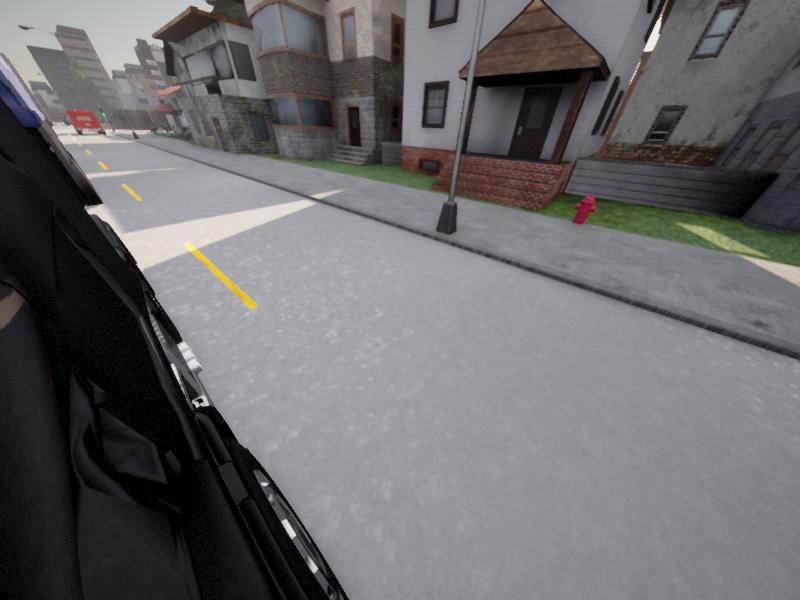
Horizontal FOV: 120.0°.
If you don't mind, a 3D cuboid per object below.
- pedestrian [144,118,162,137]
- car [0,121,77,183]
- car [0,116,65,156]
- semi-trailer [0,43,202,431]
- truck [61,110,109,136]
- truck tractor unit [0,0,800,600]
[{"bbox_3d":[-31.331,-21.854,29.335,0.751,1.860,0.751,28,44,30],"label":"pedestrian"},{"bbox_3d":[-15.901,-6.317,9.713,4.605,1.855,1.932,26,43,31],"label":"car"},{"bbox_3d":[-23.856,-10.597,14.862,3.866,1.878,1.905,28,43,30],"label":"car"},{"bbox_3d":[-8.700,-3.597,4.233,14.254,4.402,2.717,28,44,30],"label":"semi-trailer"},{"bbox_3d":[-41.097,-23.106,30.146,5.204,2.467,2.627,28,44,30],"label":"truck"},{"bbox_3d":[-2.645,-0.295,0.352,6.516,4.208,3.053,28,44,30],"label":"truck tractor unit"}]
